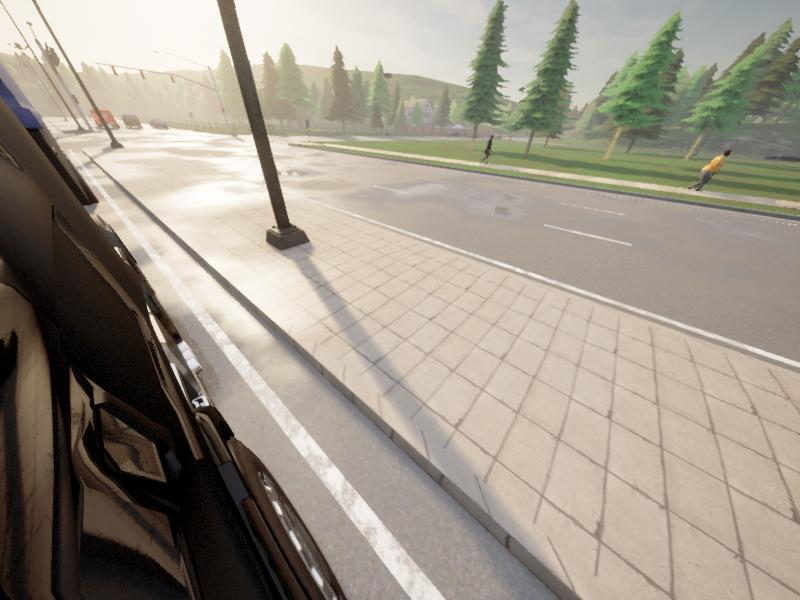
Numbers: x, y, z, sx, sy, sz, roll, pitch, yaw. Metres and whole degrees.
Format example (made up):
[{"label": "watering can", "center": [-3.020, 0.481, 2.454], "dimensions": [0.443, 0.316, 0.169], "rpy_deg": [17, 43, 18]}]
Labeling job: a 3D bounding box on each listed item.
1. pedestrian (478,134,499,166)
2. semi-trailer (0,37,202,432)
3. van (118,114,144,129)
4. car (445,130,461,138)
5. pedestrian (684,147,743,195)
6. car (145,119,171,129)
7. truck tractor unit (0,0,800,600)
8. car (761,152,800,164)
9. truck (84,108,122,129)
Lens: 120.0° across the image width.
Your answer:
[{"label": "pedestrian", "center": [6.330, -10.741, 16.555], "dimensions": [0.751, 1.860, 0.751], "rpy_deg": [28, 44, 30]}, {"label": "semi-trailer", "center": [-8.735, -3.592, 4.174], "dimensions": [14.254, 4.402, 2.717], "rpy_deg": [28, 43, 29]}, {"label": "van", "center": [-48.987, -32.564, 42.050], "dimensions": [4.442, 1.987, 1.775], "rpy_deg": [28, 43, 29]}, {"label": "car", "center": [17.304, -54.027, 75.093], "dimensions": [2.150, 2.045, 5.566], "rpy_deg": [28, 44, 30]}, {"label": "pedestrian", "center": [14.809, -6.143, 11.007], "dimensions": [0.751, 1.860, 0.751], "rpy_deg": [29, 44, 30]}, {"label": "car", "center": [-46.222, -33.590, 44.092], "dimensions": [5.357, 1.411, 2.033], "rpy_deg": [28, 43, 29]}, {"label": "truck tractor unit", "center": [-2.645, -0.295, 0.351], "dimensions": [6.516, 4.208, 3.053], "rpy_deg": [28, 44, 30]}, {"label": "car", "center": [65.730, -24.032, 39.047], "dimensions": [4.718, 1.301, 1.895], "rpy_deg": [21, 40, 22]}, {"label": "truck", "center": [-50.200, -30.675, 39.060], "dimensions": [5.204, 2.467, 2.627], "rpy_deg": [28, 44, 29]}]
